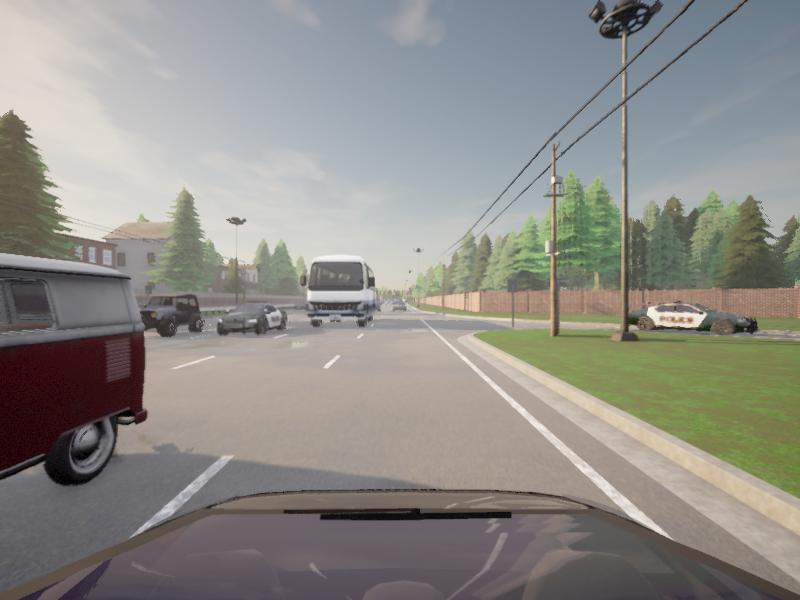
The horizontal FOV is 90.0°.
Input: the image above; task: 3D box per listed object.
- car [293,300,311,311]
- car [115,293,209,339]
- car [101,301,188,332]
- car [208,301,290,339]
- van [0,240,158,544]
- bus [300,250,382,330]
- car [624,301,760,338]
[{"bbox_3d":[-14.076,0.828,57.549,1.789,1.549,3.705,0,0,-1],"label":"car"},{"bbox_3d":[-10.501,0.649,18.021,1.905,1.878,3.866,0,0,0],"label":"car"},{"bbox_3d":[-14.001,0.833,22.322,2.007,1.525,4.514,0,0,0],"label":"car"},{"bbox_3d":[-7.001,0.829,19.166,2.038,1.542,4.974,0,0,0],"label":"car"},{"bbox_3d":[-3.499,0.600,2.096,1.775,1.987,4.442,0,0,0],"label":"van"},{"bbox_3d":[-3.380,-0.528,26.481,3.944,4.253,10.273,0,0,0],"label":"bus"},{"bbox_3d":[13.860,0.828,19.265,2.038,1.542,4.974,0,0,-43],"label":"car"}]
